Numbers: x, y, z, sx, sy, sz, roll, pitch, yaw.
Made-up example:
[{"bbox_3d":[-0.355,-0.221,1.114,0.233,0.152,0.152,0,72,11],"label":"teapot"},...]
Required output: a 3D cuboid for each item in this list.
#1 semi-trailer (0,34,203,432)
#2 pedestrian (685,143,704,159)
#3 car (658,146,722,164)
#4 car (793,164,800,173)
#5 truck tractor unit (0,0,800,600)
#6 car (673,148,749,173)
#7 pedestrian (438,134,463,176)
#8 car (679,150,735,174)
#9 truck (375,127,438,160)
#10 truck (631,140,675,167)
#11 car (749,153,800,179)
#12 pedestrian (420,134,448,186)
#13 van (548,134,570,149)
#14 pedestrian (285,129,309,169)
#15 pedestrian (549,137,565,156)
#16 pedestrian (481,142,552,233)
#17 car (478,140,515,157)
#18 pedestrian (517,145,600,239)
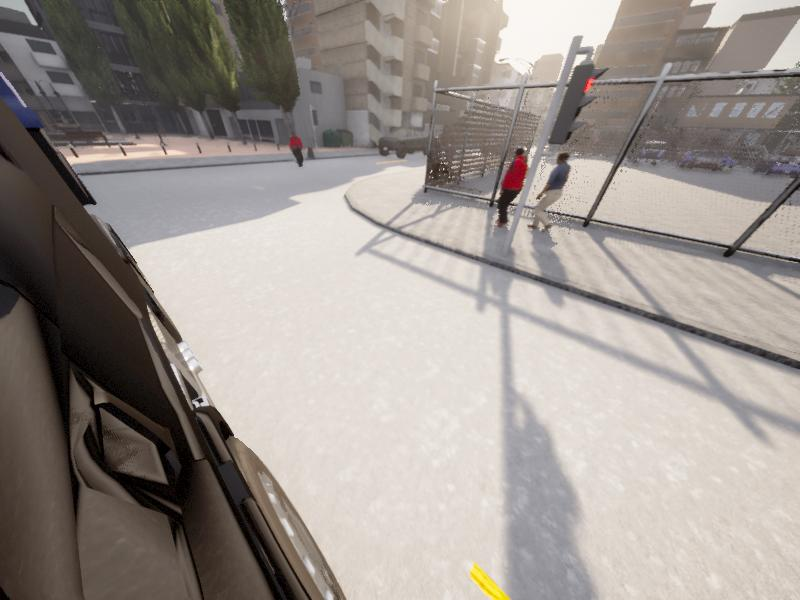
[{"bbox_3d":[-8.771,-3.554,4.156,14.254,4.402,2.717,27,43,29],"label":"semi-trailer"},{"bbox_3d":[42.618,-21.573,33.459,0.751,1.860,0.751,26,42,28],"label":"pedestrian"},{"bbox_3d":[37.988,-19.205,30.503,4.902,1.511,2.128,26,43,28],"label":"car"},{"bbox_3d":[43.814,-13.086,22.688,4.902,1.511,2.128,28,43,30],"label":"car"},{"bbox_3d":[-2.645,-0.295,0.352,6.516,4.208,3.053,28,44,30],"label":"truck tractor unit"},{"bbox_3d":[28.397,-12.896,21.300,3.705,1.547,1.789,27,43,29],"label":"car"},{"bbox_3d":[2.739,-7.848,12.542,0.751,1.860,0.751,28,44,30],"label":"pedestrian"},{"bbox_3d":[28.318,-13.001,21.555,2.033,1.415,5.357,27,43,29],"label":"car"},{"bbox_3d":[0.745,-14.453,21.282,2.390,2.098,6.274,27,43,29],"label":"truck"},{"bbox_3d":[25.355,-14.908,23.396,2.069,2.038,4.478,27,43,29],"label":"truck"},{"bbox_3d":[32.216,-11.362,19.508,1.845,1.501,3.633,27,43,29],"label":"car"},{"bbox_3d":[1.492,-6.190,10.244,0.751,1.860,0.751,22,41,24],"label":"pedestrian"},{"bbox_3d":[35.361,-35.227,51.350,2.351,2.431,6.366,27,43,29],"label":"van"},{"bbox_3d":[-5.866,-8.627,13.223,0.751,1.860,0.751,-16,41,-24],"label":"pedestrian"},{"bbox_3d":[19.269,-18.933,28.442,0.751,1.860,0.751,-21,43,-28],"label":"pedestrian"},{"bbox_3d":[2.798,-2.765,5.744,0.751,1.860,0.751,-19,42,-26],"label":"pedestrian"},{"bbox_3d":[11.481,-18.004,27.305,2.033,1.411,5.357,27,43,29],"label":"car"},{"bbox_3d":[3.677,-2.549,5.512,0.751,1.860,0.751,-20,42,-27],"label":"pedestrian"}]
